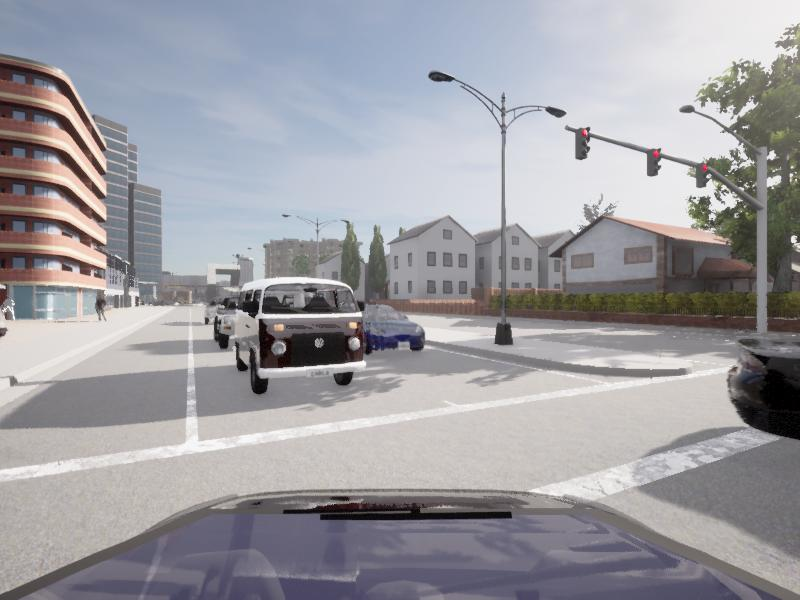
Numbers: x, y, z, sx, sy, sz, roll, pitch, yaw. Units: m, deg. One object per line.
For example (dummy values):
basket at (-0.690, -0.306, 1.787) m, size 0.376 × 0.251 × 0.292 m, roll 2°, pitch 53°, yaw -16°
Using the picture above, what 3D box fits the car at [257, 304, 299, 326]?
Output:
car at (-8.424, 0.944, 27.403) m, size 1.895 × 1.301 × 4.718 m, roll 0°, pitch 0°, yaw -28°

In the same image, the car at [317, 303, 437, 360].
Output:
car at (-1.006, 0.851, 13.268) m, size 2.163 × 1.488 × 4.792 m, roll 0°, pitch 0°, yaw -28°

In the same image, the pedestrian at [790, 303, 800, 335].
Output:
pedestrian at (16.412, 0.771, 16.133) m, size 0.751 × 1.300 × 0.751 m, roll 0°, pitch 0°, yaw -25°

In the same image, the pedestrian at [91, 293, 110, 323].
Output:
pedestrian at (-19.015, 0.485, 25.433) m, size 0.751 × 1.860 × 0.751 m, roll 0°, pitch 0°, yaw -14°

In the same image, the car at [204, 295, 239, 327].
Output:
car at (-11.896, 0.648, 26.478) m, size 1.932 × 1.855 × 4.605 m, roll 0°, pitch 1°, yaw -27°

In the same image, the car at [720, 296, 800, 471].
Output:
car at (5.901, 0.771, 3.083) m, size 5.238 × 1.638 × 1.930 m, roll 0°, pitch 1°, yaw 43°

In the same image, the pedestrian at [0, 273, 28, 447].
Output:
pedestrian at (-4.660, 0.637, 4.262) m, size 0.751 × 1.860 × 0.751 m, roll 0°, pitch 0°, yaw 18°

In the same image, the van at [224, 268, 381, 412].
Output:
van at (-2.275, 0.571, 8.144) m, size 2.069 × 2.038 × 4.480 m, roll 0°, pitch 0°, yaw -28°

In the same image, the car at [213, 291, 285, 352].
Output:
car at (-5.661, 0.652, 14.604) m, size 1.932 × 1.855 × 4.605 m, roll 0°, pitch 0°, yaw -28°
